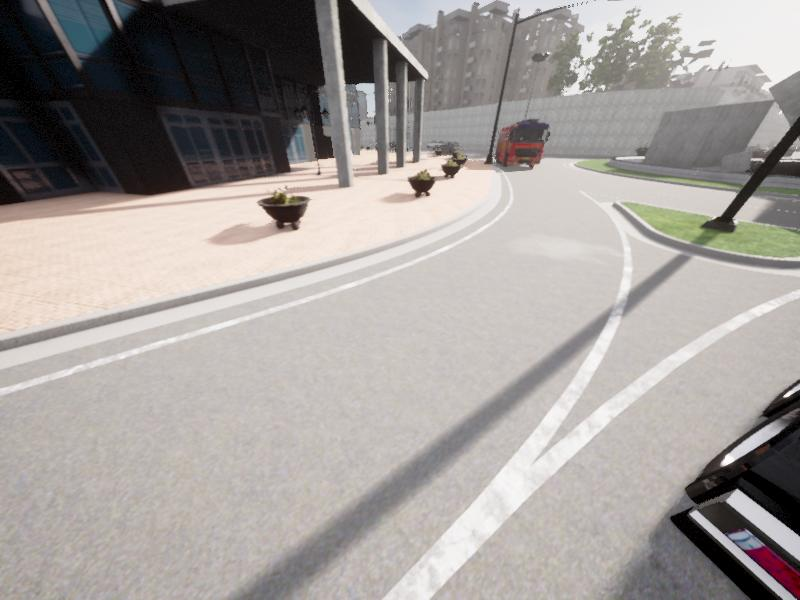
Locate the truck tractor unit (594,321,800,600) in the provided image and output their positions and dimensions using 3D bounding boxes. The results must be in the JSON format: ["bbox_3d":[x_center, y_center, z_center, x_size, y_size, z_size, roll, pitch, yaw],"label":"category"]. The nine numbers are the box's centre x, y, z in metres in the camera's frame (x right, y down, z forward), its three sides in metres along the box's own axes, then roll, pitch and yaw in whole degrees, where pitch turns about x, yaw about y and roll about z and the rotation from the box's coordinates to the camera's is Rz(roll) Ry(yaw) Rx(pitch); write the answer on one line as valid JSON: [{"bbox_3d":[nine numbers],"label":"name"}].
[{"bbox_3d":[5.202,-0.198,0.628,6.516,4.208,3.053,-14,38,-19],"label":"truck tractor unit"}]

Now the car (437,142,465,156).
[{"bbox_3d":[8.659,-25.988,39.637,1.932,1.855,4.605,-16,38,-23],"label":"car"}]

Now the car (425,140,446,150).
[{"bbox_3d":[9.279,-41.129,61.172,2.150,2.045,5.566,-19,40,-26],"label":"car"}]

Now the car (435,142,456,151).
[{"bbox_3d":[10.561,-36.037,54.223,2.242,1.667,4.611,-20,40,-26],"label":"car"}]

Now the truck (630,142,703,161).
[{"bbox_3d":[38.360,-21.668,33.554,6.274,2.098,2.390,12,36,15],"label":"truck"}]

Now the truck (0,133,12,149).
[{"bbox_3d":[-96.486,-37.224,53.543,2.891,3.827,8.468,-20,41,-27],"label":"truck"}]

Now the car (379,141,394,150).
[{"bbox_3d":[-3.275,-37.499,55.987,1.905,1.878,3.866,-19,39,-26],"label":"car"}]

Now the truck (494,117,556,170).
[{"bbox_3d":[12.144,-15.976,23.637,2.891,3.827,8.468,7,35,9],"label":"truck"}]
